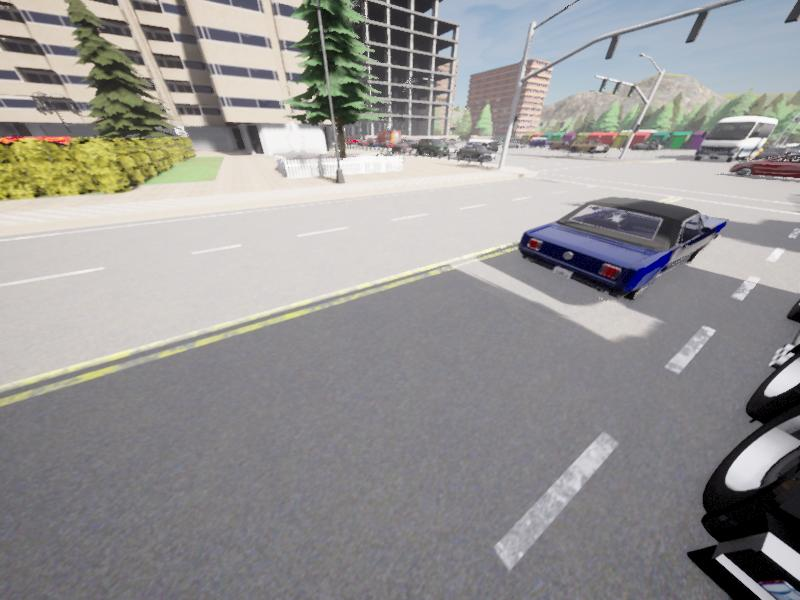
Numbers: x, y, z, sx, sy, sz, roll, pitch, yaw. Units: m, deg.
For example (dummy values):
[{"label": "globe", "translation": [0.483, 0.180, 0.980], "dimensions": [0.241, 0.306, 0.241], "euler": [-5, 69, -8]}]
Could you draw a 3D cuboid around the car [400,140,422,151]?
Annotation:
[{"label": "car", "translation": [2.062, -31.567, 47.136], "dimensions": [1.930, 1.638, 5.238], "euler": [-19, 39, -25]}]

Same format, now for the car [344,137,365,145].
[{"label": "car", "translation": [-13.748, -48.401, 70.364], "dimensions": [5.566, 2.045, 2.150], "euler": [-19, 40, -25]}]

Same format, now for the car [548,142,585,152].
[{"label": "car", "translation": [31.413, -29.106, 43.803], "dimensions": [2.033, 1.415, 5.357], "euler": [-19, 39, -25]}]

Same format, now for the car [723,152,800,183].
[{"label": "car", "translation": [25.503, -8.885, 15.405], "dimensions": [1.816, 1.474, 4.193], "euler": [-20, 40, -26]}]

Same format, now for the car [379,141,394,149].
[{"label": "car", "translation": [-3.126, -36.599, 54.351], "dimensions": [1.970, 1.475, 3.806], "euler": [-19, 39, -25]}]

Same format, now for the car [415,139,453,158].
[{"label": "car", "translation": [4.603, -21.270, 32.256], "dimensions": [2.150, 2.045, 5.566], "euler": [-19, 39, -25]}]

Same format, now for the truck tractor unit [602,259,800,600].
[{"label": "truck tractor unit", "translation": [5.109, -0.302, 0.796], "dimensions": [6.516, 4.208, 3.053], "euler": [-18, 39, -25]}]

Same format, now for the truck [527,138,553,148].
[{"label": "truck", "translation": [33.315, -37.413, 54.981], "dimensions": [2.069, 2.038, 4.478], "euler": [-19, 39, -25]}]

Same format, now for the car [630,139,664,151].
[{"label": "car", "translation": [49.242, -30.973, 46.167], "dimensions": [1.905, 1.878, 3.866], "euler": [-19, 39, -25]}]

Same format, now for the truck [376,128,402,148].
[{"label": "truck", "translation": [-2.823, -41.253, 58.889], "dimensions": [2.891, 3.827, 8.468], "euler": [-19, 39, -25]}]

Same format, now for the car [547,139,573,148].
[{"label": "car", "translation": [40.379, -39.737, 58.479], "dimensions": [1.932, 1.855, 4.605], "euler": [-19, 39, -25]}]

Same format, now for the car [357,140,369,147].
[{"label": "car", "translation": [-10.247, -43.565, 64.214], "dimensions": [1.970, 1.475, 3.806], "euler": [-19, 39, -25]}]

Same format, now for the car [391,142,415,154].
[{"label": "car", "translation": [0.416, -25.140, 38.216], "dimensions": [1.812, 1.442, 4.674], "euler": [-19, 39, -25]}]

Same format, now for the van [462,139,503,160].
[{"label": "van", "translation": [10.489, -19.461, 29.750], "dimensions": [2.069, 2.038, 4.480], "euler": [-19, 39, -25]}]

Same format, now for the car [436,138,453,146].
[{"label": "car", "translation": [12.586, -44.804, 65.438], "dimensions": [1.932, 1.855, 4.605], "euler": [-19, 39, -25]}]

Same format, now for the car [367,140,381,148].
[{"label": "car", "translation": [-6.659, -40.037, 59.255], "dimensions": [1.970, 1.475, 3.806], "euler": [-19, 39, -25]}]

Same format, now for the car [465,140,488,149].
[{"label": "car", "translation": [17.732, -36.270, 53.713], "dimensions": [2.242, 1.667, 4.611], "euler": [-19, 39, -25]}]

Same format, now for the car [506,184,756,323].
[{"label": "car", "translation": [4.734, -1.346, 4.761], "dimensions": [4.718, 1.301, 1.895], "euler": [-19, 39, -25]}]

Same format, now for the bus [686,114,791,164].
[{"label": "bus", "translation": [40.277, -19.126, 27.577], "dimensions": [10.273, 4.253, 3.944], "euler": [-18, 39, -24]}]

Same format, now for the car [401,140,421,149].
[{"label": "car", "translation": [2.409, -35.193, 52.279], "dimensions": [2.152, 1.651, 5.027], "euler": [-19, 40, -25]}]

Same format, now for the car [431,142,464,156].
[{"label": "car", "translation": [6.976, -22.762, 34.708], "dimensions": [2.242, 1.667, 4.611], "euler": [-19, 40, -25]}]

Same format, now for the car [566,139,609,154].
[{"label": "car", "translation": [29.796, -24.482, 36.852], "dimensions": [1.932, 1.855, 4.605], "euler": [-19, 39, -25]}]

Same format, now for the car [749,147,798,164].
[{"label": "car", "translation": [42.062, -16.335, 26.033], "dimensions": [4.892, 1.490, 1.837], "euler": [-18, 39, -24]}]

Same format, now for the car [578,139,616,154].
[{"label": "car", "translation": [32.321, -25.288, 38.014], "dimensions": [1.905, 1.878, 3.866], "euler": [-19, 39, -25]}]

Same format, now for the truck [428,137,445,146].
[{"label": "truck", "translation": [10.123, -44.010, 64.135], "dimensions": [2.069, 2.038, 4.478], "euler": [-19, 39, -25]}]

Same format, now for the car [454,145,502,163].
[{"label": "car", "translation": [8.836, -16.888, 26.561], "dimensions": [2.128, 1.511, 4.902], "euler": [-19, 39, -25]}]
